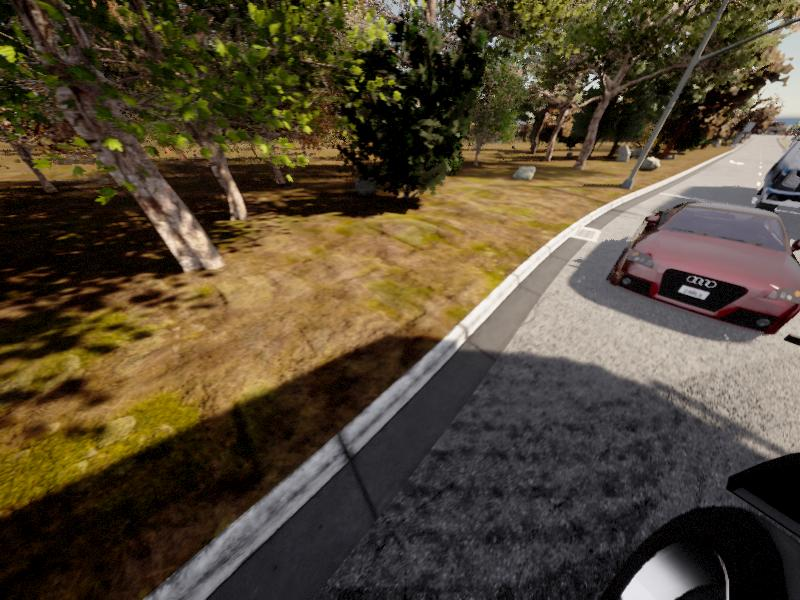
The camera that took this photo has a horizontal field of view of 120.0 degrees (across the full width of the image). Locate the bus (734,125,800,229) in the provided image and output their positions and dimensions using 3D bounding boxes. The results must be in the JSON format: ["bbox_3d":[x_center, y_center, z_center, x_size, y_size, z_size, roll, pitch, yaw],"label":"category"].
[{"bbox_3d":[17.374,-5.500,8.392,10.273,4.253,3.944,-23,43,-30],"label":"bus"}]

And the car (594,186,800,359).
[{"bbox_3d":[5.741,-1.036,4.410,4.181,1.385,1.994,-28,45,-35],"label":"car"}]
